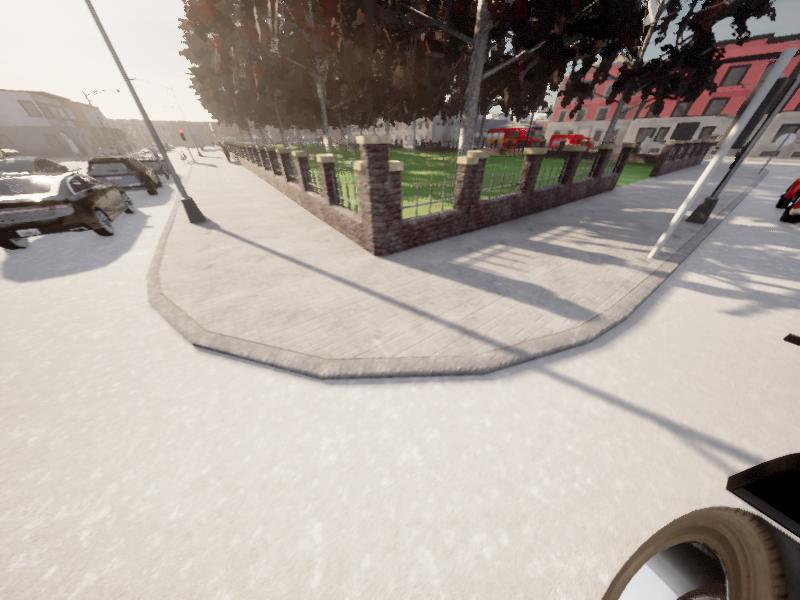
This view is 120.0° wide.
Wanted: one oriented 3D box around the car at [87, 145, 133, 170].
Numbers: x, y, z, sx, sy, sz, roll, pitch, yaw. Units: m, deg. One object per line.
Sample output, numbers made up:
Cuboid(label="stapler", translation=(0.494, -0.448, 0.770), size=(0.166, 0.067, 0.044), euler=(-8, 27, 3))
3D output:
Cuboid(label="car", translation=(-27.747, -13.838, 22.311), size=(2.033, 1.649, 4.856), euler=(-28, 45, -34))

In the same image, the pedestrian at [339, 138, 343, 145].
Cuboid(label="pedestrian", translation=(-19.382, -51.773, 75.621), size=(0.751, 1.860, 0.751), euler=(-22, 41, -28))

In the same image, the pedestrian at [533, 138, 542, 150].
Cuboid(label="pedestrian", translation=(25.450, -28.783, 42.700), size=(0.751, 1.860, 0.751), euler=(0, 35, 1))

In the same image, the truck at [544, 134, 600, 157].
Cuboid(label="truck", translation=(23.628, -21.452, 32.011), size=(2.627, 2.467, 5.204), euler=(-23, 41, -28))

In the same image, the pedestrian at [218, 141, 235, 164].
Cuboid(label="pedestrian", translation=(-17.430, -14.814, 23.201), size=(0.751, 1.860, 0.751), euler=(-23, 41, -28))

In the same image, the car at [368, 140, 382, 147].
Cuboid(label="car", translation=(-8.186, -51.012, 75.251), size=(2.033, 1.649, 4.856), euler=(-22, 41, -28))

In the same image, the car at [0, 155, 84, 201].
Cuboid(label="car", translation=(-18.871, -6.365, 11.772), size=(1.837, 1.490, 4.892), euler=(-22, 41, -28))

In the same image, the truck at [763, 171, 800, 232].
Cuboid(label="truck", translation=(13.916, -3.522, 6.659), size=(5.204, 2.467, 2.627), euler=(-22, 41, -28))

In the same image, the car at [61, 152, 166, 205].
Cuboid(label="car", translation=(-13.393, -6.110, 11.256), size=(2.033, 1.649, 4.856), euler=(-23, 41, -29))

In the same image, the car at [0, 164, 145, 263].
Cuboid(label="car", translation=(-9.695, -2.833, 6.684), size=(2.128, 1.511, 4.902), euler=(-22, 41, -28))

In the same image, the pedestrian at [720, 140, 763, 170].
Cuboid(label="pedestrian", translation=(25.435, -10.840, 17.260), size=(0.751, 1.860, 0.751), euler=(4, 35, 6))

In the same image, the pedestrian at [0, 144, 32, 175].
Cuboid(label="pedestrian", translation=(-27.982, -10.016, 16.460), size=(0.751, 1.860, 0.751), euler=(-7, 36, -9))

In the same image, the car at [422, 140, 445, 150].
Cuboid(label="car", translation=(7.358, -34.496, 51.360), size=(2.152, 1.651, 5.027), euler=(-22, 40, -27))

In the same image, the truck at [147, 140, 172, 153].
Cuboid(label="truck", translation=(-50.453, -32.325, 48.663), size=(2.390, 2.098, 6.274), euler=(-22, 41, -28))

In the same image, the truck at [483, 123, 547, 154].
Cuboid(label="truck", translation=(18.375, -26.314, 37.769), size=(2.891, 3.827, 8.468), euler=(-22, 41, -28))

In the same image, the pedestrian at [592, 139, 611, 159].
Cuboid(label="pedestrian", translation=(22.855, -17.121, 26.185), size=(0.751, 1.860, 0.751), euler=(-22, 41, -28))

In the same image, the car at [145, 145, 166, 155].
Cuboid(label="car", translation=(-45.528, -28.020, 43.094), size=(1.812, 1.442, 4.674), euler=(-22, 41, -28))

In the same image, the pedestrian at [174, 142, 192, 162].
Cuboid(label="pedestrian", translation=(-24.330, -16.544, 25.886), size=(0.751, 1.860, 0.751), euler=(-26, 43, -32))

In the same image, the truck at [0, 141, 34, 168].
Cuboid(label="truck", translation=(-40.064, -13.286, 21.213), size=(6.274, 2.098, 2.390), euler=(-22, 41, -28))

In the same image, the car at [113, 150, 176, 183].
Cuboid(label="car", translation=(-17.274, -9.308, 15.920), size=(2.128, 1.511, 4.902), euler=(-24, 42, -30))

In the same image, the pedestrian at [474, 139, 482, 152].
Cuboid(label="pedestrian", translation=(12.779, -25.380, 37.966), size=(0.751, 1.860, 0.751), euler=(-7, 36, -9))
